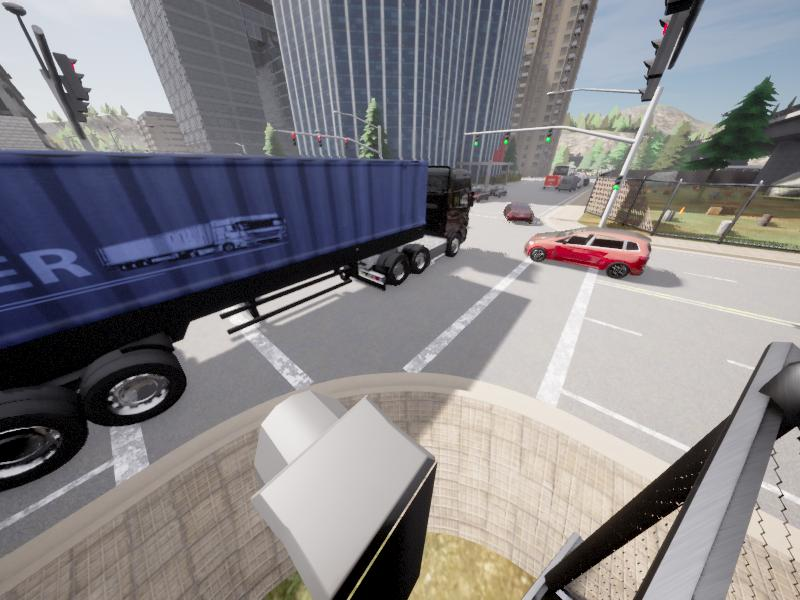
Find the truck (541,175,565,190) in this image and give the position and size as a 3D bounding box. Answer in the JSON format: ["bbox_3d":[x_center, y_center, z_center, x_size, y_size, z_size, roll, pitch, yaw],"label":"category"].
[{"bbox_3d":[30.920,-23.734,46.528,2.627,2.467,5.204,23,37,34],"label":"truck"}]

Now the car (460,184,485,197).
[{"bbox_3d":[11.378,-17.082,36.037,1.812,1.442,4.674,23,37,34],"label":"car"}]

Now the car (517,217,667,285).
[{"bbox_3d":[8.359,-2.468,10.590,4.611,1.667,2.242,23,37,33],"label":"car"}]

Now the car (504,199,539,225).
[{"bbox_3d":[10.264,-7.693,19.869,1.994,1.385,4.181,9,32,16],"label":"car"}]

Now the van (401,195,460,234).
[{"bbox_3d":[2.306,-6.459,17.081,2.069,2.038,4.480,22,36,34],"label":"van"}]

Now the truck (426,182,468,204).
[{"bbox_3d":[6.327,-14.354,30.659,2.390,2.098,6.274,23,37,34],"label":"truck"}]

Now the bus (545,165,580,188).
[{"bbox_3d":[36.990,-28.217,52.516,3.944,4.253,10.273,23,37,34],"label":"bus"}]

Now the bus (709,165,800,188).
[{"bbox_3d":[80.924,-28.542,53.182,10.273,4.253,3.944,23,37,34],"label":"bus"}]

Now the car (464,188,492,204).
[{"bbox_3d":[10.164,-13.647,30.058,1.816,1.474,4.193,23,37,34],"label":"car"}]

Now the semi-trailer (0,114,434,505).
[{"bbox_3d":[-4.507,-0.723,4.738,2.717,4.402,14.254,23,37,34],"label":"semi-trailer"}]

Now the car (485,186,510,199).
[{"bbox_3d":[14.654,-16.286,34.735,1.994,1.385,4.181,22,37,33],"label":"car"}]

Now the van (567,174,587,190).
[{"bbox_3d":[36.526,-24.377,47.580,1.988,2.561,5.915,23,37,34],"label":"van"}]

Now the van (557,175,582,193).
[{"bbox_3d":[30.940,-21.257,42.174,1.988,2.561,5.915,25,39,37],"label":"van"}]

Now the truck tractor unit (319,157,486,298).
[{"bbox_3d":[0.565,-3.657,10.049,3.053,4.208,6.516,23,37,34],"label":"truck tractor unit"}]
